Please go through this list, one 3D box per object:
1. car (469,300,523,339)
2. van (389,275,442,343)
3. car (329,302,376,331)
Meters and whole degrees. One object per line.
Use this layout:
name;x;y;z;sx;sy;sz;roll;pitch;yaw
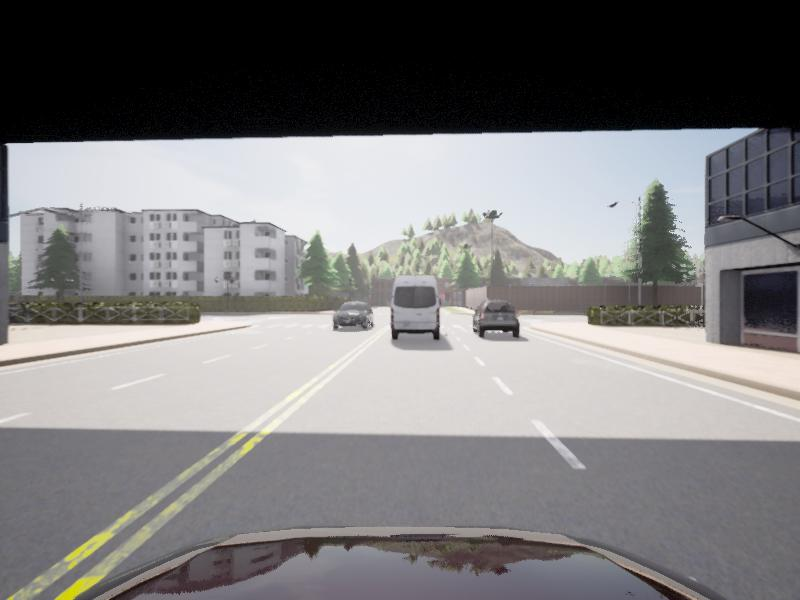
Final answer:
car;4.313;0.797;18.484;1.851;1.617;3.988;0;0;5
van;0.724;0.329;17.978;1.988;2.561;5.915;0;0;3
car;-2.563;0.851;22.769;1.837;1.490;4.892;0;0;3
